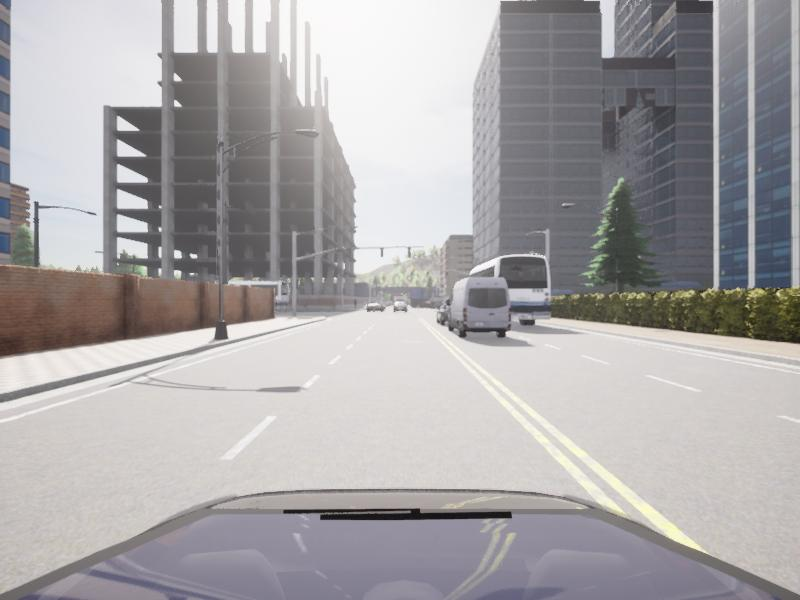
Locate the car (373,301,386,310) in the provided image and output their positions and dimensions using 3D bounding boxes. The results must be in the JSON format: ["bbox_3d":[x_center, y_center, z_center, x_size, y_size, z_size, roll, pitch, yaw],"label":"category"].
[{"bbox_3d":[-3.462,0.923,67.790,1.801,1.575,5.366,0,0,1],"label":"car"}]

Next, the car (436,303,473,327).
[{"bbox_3d":[3.519,0.919,26.698,1.812,1.442,4.674,0,0,0],"label":"car"}]

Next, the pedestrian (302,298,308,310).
[{"bbox_3d":[-14.641,0.597,61.577,0.751,1.860,0.751,0,0,11],"label":"pedestrian"}]

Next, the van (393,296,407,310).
[{"bbox_3d":[0.061,0.503,69.847,2.351,2.431,6.366,0,0,0],"label":"van"}]

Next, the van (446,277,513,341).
[{"bbox_3d":[3.524,0.358,18.943,1.988,2.561,5.915,0,0,0],"label":"van"}]

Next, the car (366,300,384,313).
[{"bbox_3d":[-3.451,0.856,55.464,2.242,1.667,4.611,0,0,0],"label":"car"}]

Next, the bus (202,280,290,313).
[{"bbox_3d":[-20.598,-0.437,54.072,10.273,4.253,3.944,0,0,0],"label":"bus"}]

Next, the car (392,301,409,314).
[{"bbox_3d":[0.045,0.931,51.983,2.128,1.511,4.902,0,0,0],"label":"car"}]

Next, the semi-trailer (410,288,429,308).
[{"bbox_3d":[4.669,-0.450,93.242,2.717,4.402,14.254,0,0,10],"label":"semi-trailer"}]

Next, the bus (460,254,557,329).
[{"bbox_3d":[6.904,-0.483,27.715,3.944,4.253,10.273,0,0,0],"label":"bus"}]
